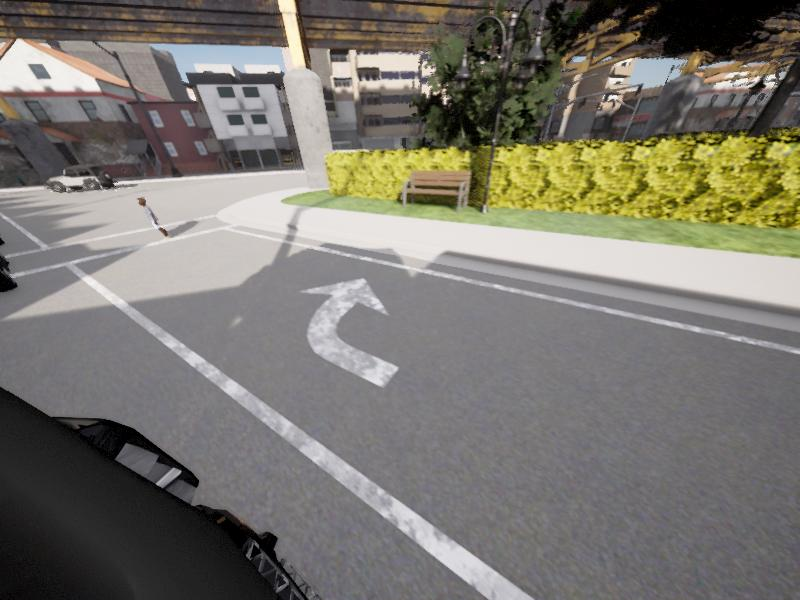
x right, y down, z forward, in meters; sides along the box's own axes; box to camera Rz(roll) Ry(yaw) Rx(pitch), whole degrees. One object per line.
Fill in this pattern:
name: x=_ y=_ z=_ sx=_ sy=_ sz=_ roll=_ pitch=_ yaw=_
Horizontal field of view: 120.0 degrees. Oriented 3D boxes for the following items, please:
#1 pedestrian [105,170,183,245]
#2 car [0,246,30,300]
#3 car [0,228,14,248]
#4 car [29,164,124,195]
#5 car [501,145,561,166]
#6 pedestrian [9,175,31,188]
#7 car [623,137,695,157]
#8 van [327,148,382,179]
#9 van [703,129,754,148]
pedestrian: x=-7.460 y=-2.717 z=6.807 sx=0.751 sy=1.860 sz=0.751 roll=26 pitch=43 yaw=36
car: x=-9.751 y=-0.801 z=4.498 sx=3.806 sy=1.475 sz=1.970 roll=17 pitch=39 yaw=27
car: x=-14.666 y=-2.377 z=7.217 sx=3.806 sy=1.475 sz=1.970 roll=17 pitch=38 yaw=26
car: x=-26.869 y=-10.191 z=19.430 sx=3.866 sy=1.878 sz=1.905 roll=-10 pitch=34 yaw=-11
car: x=13.818 y=-15.347 z=24.435 sx=5.366 sy=1.575 sz=1.801 roll=-10 pitch=34 yaw=-11
pedestrian: x=-38.385 y=-11.982 z=23.353 sx=0.500 sy=1.100 sz=0.500 roll=-4 pitch=34 yaw=-1
car: x=29.591 y=-17.585 z=26.585 sx=5.027 sy=1.651 sz=2.152 roll=0 pitch=34 yaw=5
van: x=-4.064 y=-12.330 z=20.826 sx=4.480 sy=2.038 sz=2.069 roll=-10 pitch=34 yaw=-11
van: x=48.314 y=-23.737 z=34.036 sx=4.480 sy=2.038 sz=2.069 roll=-10 pitch=34 yaw=-11
